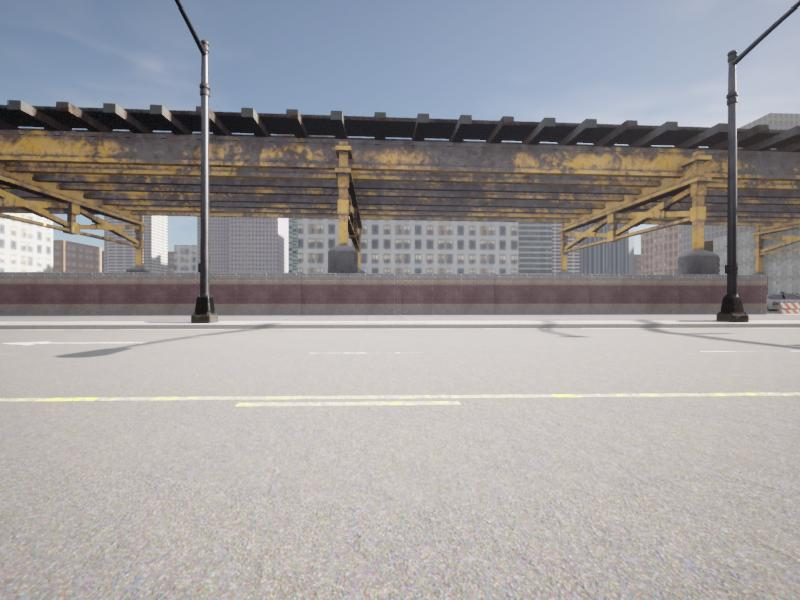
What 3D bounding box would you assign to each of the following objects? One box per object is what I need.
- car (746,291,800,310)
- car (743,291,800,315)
[{"bbox_3d":[26.964,0.038,27.700,4.536,1.218,1.853,0,0,42],"label":"car"},{"bbox_3d":[27.003,0.196,27.666,4.974,1.542,2.038,0,0,42],"label":"car"}]
